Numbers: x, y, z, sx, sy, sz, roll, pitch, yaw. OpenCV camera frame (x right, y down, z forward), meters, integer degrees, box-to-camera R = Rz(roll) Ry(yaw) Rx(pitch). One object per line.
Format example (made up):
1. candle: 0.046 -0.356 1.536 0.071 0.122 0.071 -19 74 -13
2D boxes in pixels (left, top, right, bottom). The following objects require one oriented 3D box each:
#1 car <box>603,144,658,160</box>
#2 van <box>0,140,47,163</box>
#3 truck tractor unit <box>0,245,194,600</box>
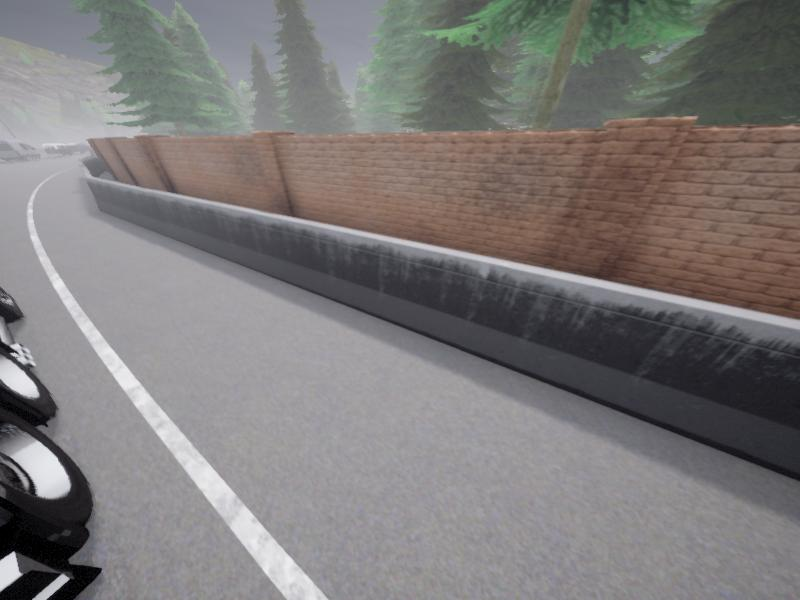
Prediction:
1. car: 30.261 -19.609 30.582 4.856 1.649 2.033 22 41 29
2. van: -54.683 -21.392 33.092 1.988 2.561 5.915 -21 40 -27
3. truck tractor unit: -5.083 -0.325 0.830 6.516 4.208 3.053 19 40 26
